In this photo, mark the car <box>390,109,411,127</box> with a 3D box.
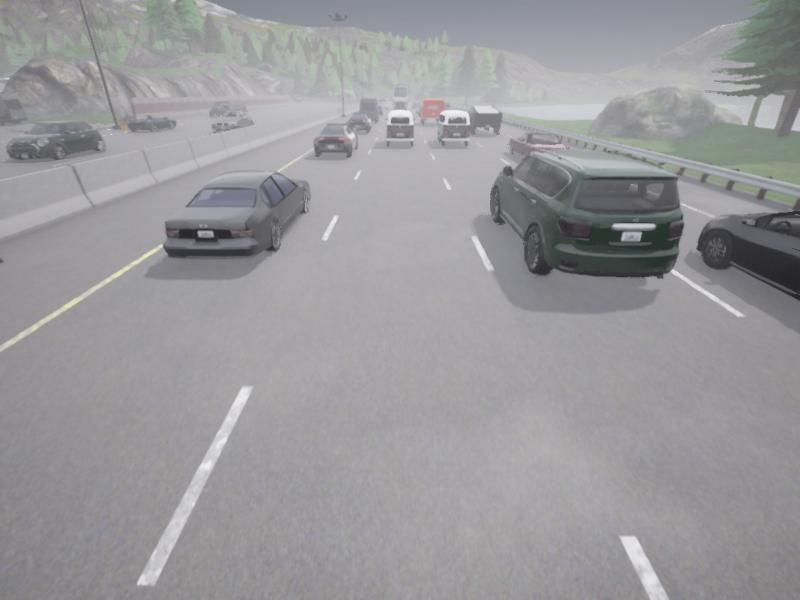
[{"bbox_3d":[0.033,-19.170,42.002,2.128,1.511,4.902,0,27,0],"label":"car"}]

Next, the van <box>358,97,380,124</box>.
[{"bbox_3d":[-3.456,-21.689,45.717,1.988,2.561,5.915,0,27,0],"label":"van"}]

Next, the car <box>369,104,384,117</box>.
[{"bbox_3d":[-3.453,-27.974,58.975,2.007,1.525,4.514,0,27,0],"label":"car"}]

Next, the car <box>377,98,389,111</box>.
[{"bbox_3d":[-3.435,-39.102,79.939,2.150,2.045,5.566,0,27,0],"label":"car"}]

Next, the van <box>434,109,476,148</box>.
[{"bbox_3d":[3.523,-11.454,26.545,2.069,2.038,4.480,0,27,0],"label":"van"}]

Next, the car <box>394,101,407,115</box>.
[{"bbox_3d":[0.052,-30.209,62.964,1.905,1.878,3.866,0,27,0],"label":"car"}]

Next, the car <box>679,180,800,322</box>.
[{"bbox_3d":[7.004,-0.656,6.262,2.007,1.525,4.514,0,27,0],"label":"car"}]

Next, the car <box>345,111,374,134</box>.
[{"bbox_3d":[-3.471,-15.577,34.997,2.038,1.542,4.974,0,27,0],"label":"car"}]

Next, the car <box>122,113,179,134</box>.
[{"bbox_3d":[-20.976,-14.995,33.917,1.895,1.301,4.718,0,27,0],"label":"car"}]

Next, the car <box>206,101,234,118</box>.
[{"bbox_3d":[-24.456,-26.014,54.543,1.905,1.878,3.866,0,27,0],"label":"car"}]

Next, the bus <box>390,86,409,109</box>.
[{"bbox_3d":[-0.042,-44.319,87.650,3.944,4.253,10.273,0,27,0],"label":"bus"}]

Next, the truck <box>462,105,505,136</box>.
[{"bbox_3d":[7.029,-15.565,34.474,2.390,2.098,6.274,0,27,0],"label":"truck"}]

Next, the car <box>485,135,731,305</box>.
[{"bbox_3d":[3.506,-2.115,8.480,2.150,2.045,5.566,0,28,0],"label":"car"}]

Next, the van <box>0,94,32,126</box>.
[{"bbox_3d":[-38.291,-17.556,36.886,5.915,2.561,1.988,0,27,0],"label":"van"}]

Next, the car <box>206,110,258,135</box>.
[{"bbox_3d":[-13.972,-14.989,33.632,2.152,1.651,5.027,0,27,0],"label":"car"}]

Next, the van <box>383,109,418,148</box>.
[{"bbox_3d":[0.021,-11.380,26.364,2.069,2.038,4.480,0,28,0],"label":"van"}]

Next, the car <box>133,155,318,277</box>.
[{"bbox_3d":[-3.493,-2.295,9.451,2.033,1.411,5.357,0,27,0],"label":"car"}]

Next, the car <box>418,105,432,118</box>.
[{"bbox_3d":[3.543,-27.315,57.837,1.816,1.474,4.193,0,27,0],"label":"car"}]

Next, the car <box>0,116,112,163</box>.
[{"bbox_3d":[-17.483,-8.255,20.376,2.097,1.767,4.553,0,27,0],"label":"car"}]

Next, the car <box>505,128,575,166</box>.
[{"bbox_3d":[7.016,-7.963,20.644,1.895,1.301,4.718,0,27,0],"label":"car"}]

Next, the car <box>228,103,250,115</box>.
[{"bbox_3d":[-24.452,-29.057,60.776,1.789,1.549,3.705,0,27,0],"label":"car"}]

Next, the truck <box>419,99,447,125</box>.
[{"bbox_3d":[3.537,-20.894,44.330,2.627,2.467,5.204,0,27,0],"label":"truck"}]

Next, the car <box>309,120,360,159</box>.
[{"bbox_3d":[-3.483,-9.061,22.388,2.038,1.542,4.974,0,27,0],"label":"car"}]

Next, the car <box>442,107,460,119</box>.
[{"bbox_3d":[7.043,-26.077,55.679,1.895,1.301,4.718,0,27,0],"label":"car"}]
